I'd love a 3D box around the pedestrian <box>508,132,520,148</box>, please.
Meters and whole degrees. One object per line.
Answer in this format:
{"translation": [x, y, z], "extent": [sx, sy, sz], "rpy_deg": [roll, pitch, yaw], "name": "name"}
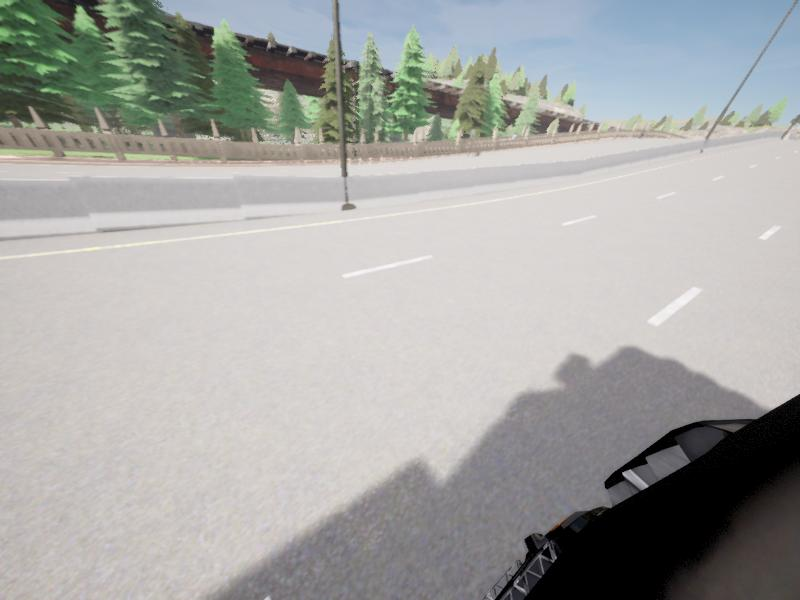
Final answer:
{"translation": [16.534, -23.199, 33.478], "extent": [0.751, 1.860, 0.751], "rpy_deg": [-14, 38, -27], "name": "pedestrian"}
